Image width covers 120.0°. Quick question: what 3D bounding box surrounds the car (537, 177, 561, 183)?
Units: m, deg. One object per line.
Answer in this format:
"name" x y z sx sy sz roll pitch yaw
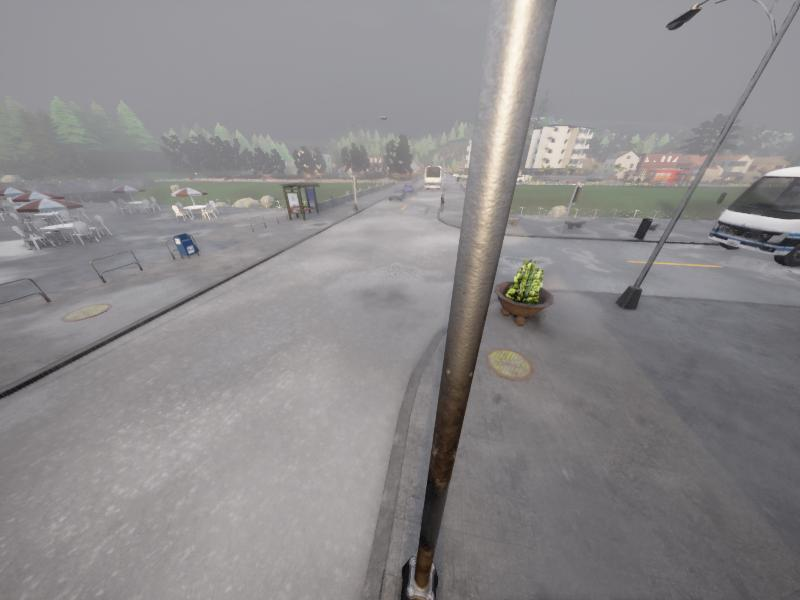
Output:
"car" 42.426 -34.282 65.951 5.238 1.638 1.930 5 30 9

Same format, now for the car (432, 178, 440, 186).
"car" 9.296 -30.648 59.792 1.837 1.490 4.892 5 30 9

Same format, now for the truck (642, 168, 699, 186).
"truck" 67.571 -30.975 58.030 8.468 3.827 2.891 5 30 9

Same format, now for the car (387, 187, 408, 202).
"car" -0.263 -14.968 32.743 2.033 1.411 5.357 5 30 9

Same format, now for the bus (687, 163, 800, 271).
"bus" 22.168 -3.804 10.550 10.273 4.253 3.944 5 30 8

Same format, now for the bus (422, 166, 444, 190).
"bus" 7.223 -26.306 49.516 3.944 4.253 10.273 5 30 9

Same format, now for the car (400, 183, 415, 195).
"car" 1.431 -19.833 41.110 2.007 1.525 4.514 5 30 9

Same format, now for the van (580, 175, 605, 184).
"van" 53.423 -33.461 64.180 4.442 1.987 1.775 5 30 9

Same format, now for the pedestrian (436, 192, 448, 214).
"pedestrian" 4.004 -9.235 22.074 0.751 1.860 0.751 -6 31 -10

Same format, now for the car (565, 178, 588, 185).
"car" 47.052 -31.734 61.787 4.181 1.385 1.994 5 30 9
